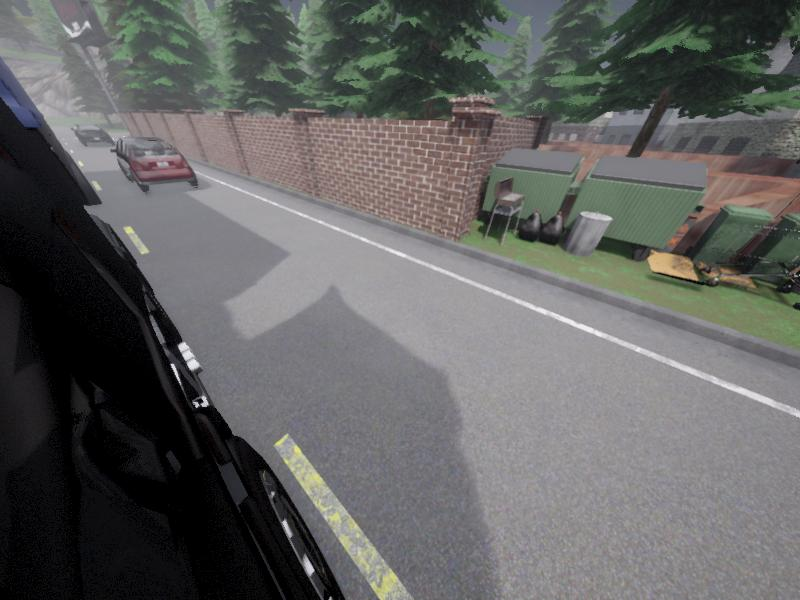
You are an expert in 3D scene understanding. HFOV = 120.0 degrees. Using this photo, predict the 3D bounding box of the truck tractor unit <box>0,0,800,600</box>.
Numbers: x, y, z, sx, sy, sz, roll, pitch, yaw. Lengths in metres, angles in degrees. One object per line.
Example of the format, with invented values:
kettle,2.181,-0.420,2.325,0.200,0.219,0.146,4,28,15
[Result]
truck tractor unit,-2.645,-0.295,0.352,6.516,4.208,3.053,28,44,30

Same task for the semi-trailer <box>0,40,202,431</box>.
semi-trailer,-8.713,-3.595,4.214,14.254,4.402,2.717,28,44,30

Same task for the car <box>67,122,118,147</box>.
car,-26.001,-13.980,19.498,4.674,1.442,1.812,28,44,29

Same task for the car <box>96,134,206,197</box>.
car,-9.443,-5.259,8.791,3.705,1.549,1.789,28,44,29

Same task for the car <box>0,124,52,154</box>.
car,-25.000,-10.576,15.070,4.181,1.385,1.994,27,43,29
